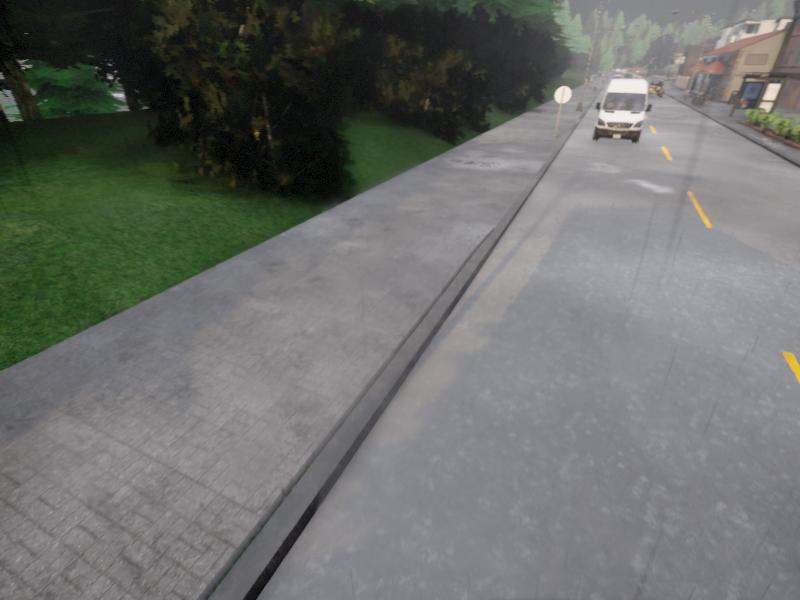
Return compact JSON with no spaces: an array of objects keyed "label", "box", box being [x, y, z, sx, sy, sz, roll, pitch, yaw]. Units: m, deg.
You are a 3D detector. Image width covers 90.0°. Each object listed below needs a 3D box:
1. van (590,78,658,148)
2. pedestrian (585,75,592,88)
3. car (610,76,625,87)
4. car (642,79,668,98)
[{"label":"van","box":[10.900,-9.384,19.690,1.988,2.561,5.915,14,33,21]},{"label":"pedestrian","box":[31.049,-35.999,65.898,0.751,1.860,0.751,12,32,19]},{"label":"car","box":[43.580,-43.832,80.231,2.152,1.651,5.027,14,33,21]},{"label":"car","box":[31.000,-25.840,48.758,1.932,1.855,4.605,14,33,21]}]
